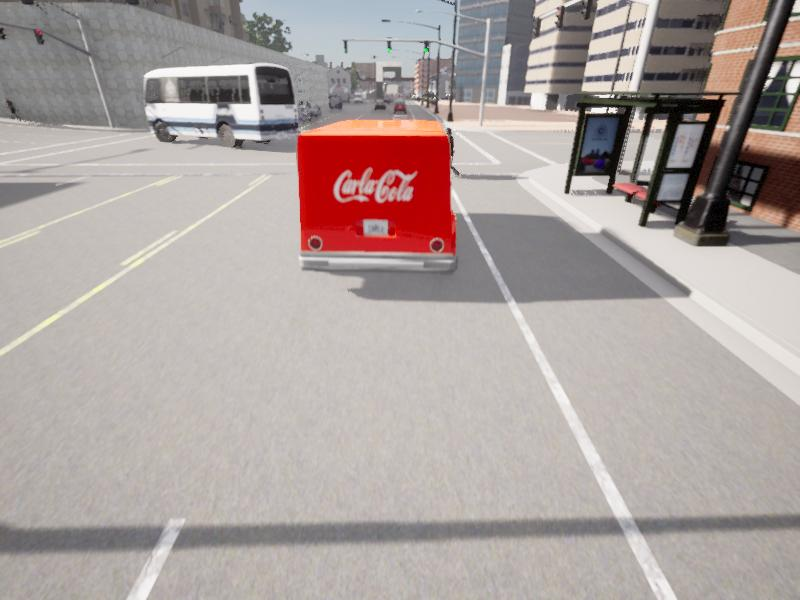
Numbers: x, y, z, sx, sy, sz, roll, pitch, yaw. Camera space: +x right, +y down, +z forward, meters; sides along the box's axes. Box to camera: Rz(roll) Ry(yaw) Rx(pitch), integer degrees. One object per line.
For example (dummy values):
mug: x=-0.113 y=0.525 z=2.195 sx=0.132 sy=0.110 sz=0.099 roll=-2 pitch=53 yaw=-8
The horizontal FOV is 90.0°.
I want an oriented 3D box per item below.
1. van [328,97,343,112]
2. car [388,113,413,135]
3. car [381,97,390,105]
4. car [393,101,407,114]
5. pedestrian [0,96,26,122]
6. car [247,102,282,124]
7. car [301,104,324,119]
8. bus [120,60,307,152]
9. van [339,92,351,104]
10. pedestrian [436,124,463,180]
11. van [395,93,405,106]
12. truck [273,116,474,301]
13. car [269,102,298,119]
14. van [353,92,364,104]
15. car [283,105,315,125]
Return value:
van: x=-10.475 y=-31.939 z=65.338 sx=1.775 sy=1.987 sz=4.442 roll=0 pitch=28 yaw=0
car: x=0.015 y=-14.355 z=32.463 sx=1.895 sy=1.301 sz=4.718 roll=0 pitch=28 yaw=0
car: x=-3.467 y=-48.712 z=97.793 sx=2.038 sy=1.542 sz=4.974 roll=0 pitch=28 yaw=0
car: x=0.023 y=-29.035 z=60.262 sx=2.007 sy=1.525 sz=4.514 roll=0 pitch=28 yaw=0
pedestrian: x=-30.738 y=-15.115 z=31.670 sx=0.751 sy=1.860 sz=0.751 roll=0 pitch=28 yaw=0
car: x=-13.982 y=-19.407 z=41.524 sx=1.932 sy=1.855 sz=4.605 roll=0 pitch=28 yaw=0
car: x=-10.481 y=-22.667 z=48.119 sx=1.845 sy=1.501 sz=3.633 roll=0 pitch=28 yaw=0
bus: x=-11.197 y=-11.688 z=24.202 sx=10.273 sy=4.253 sz=3.944 roll=13 pitch=29 yaw=24
van: x=-13.972 y=-51.406 z=101.900 sx=1.988 sy=2.561 sz=5.915 roll=0 pitch=28 yaw=0
pedestrian: x=1.840 y=-5.505 z=14.888 sx=0.751 sy=1.860 sz=0.751 roll=8 pitch=29 yaw=14
van: x=0.032 y=-45.814 z=91.336 sx=2.351 sy=2.431 sz=6.366 roll=0 pitch=28 yaw=0
truck: x=-0.224 y=-2.280 z=8.094 sx=2.627 sy=2.467 sz=5.204 roll=1 pitch=27 yaw=3
car: x=-13.980 y=-22.946 z=48.375 sx=2.097 sy=1.767 sz=4.553 roll=0 pitch=28 yaw=0
van: x=-10.471 y=-51.106 z=101.317 sx=1.988 sy=2.561 sz=5.915 roll=0 pitch=28 yaw=0
car: x=-10.481 y=-19.387 z=41.749 sx=2.033 sy=1.649 sz=4.856 roll=0 pitch=28 yaw=0
